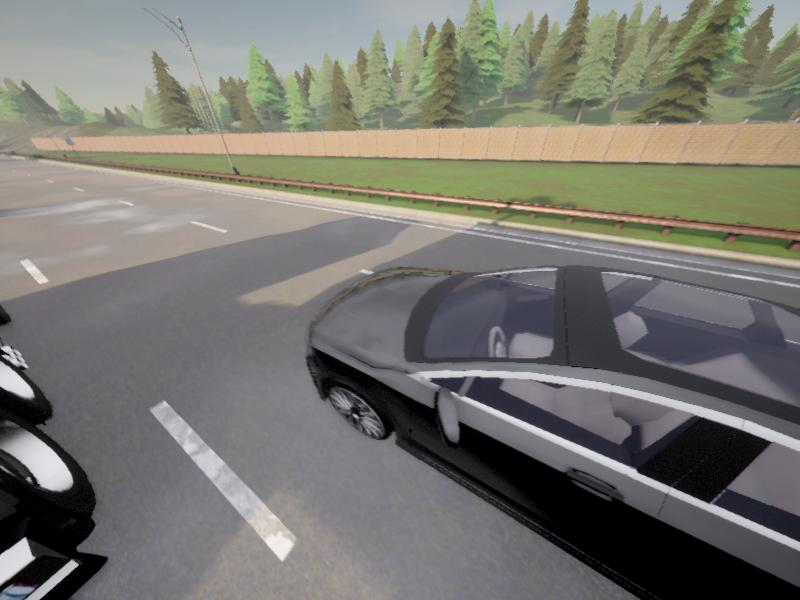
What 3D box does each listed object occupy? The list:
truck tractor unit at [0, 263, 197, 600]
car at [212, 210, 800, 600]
[{"bbox_3d":[-5.113,-0.295,0.790,6.516,4.208,3.053,18,39,24],"label":"truck tractor unit"},{"bbox_3d":[1.339,0.617,1.791,4.902,1.511,2.128,18,39,24],"label":"car"}]
